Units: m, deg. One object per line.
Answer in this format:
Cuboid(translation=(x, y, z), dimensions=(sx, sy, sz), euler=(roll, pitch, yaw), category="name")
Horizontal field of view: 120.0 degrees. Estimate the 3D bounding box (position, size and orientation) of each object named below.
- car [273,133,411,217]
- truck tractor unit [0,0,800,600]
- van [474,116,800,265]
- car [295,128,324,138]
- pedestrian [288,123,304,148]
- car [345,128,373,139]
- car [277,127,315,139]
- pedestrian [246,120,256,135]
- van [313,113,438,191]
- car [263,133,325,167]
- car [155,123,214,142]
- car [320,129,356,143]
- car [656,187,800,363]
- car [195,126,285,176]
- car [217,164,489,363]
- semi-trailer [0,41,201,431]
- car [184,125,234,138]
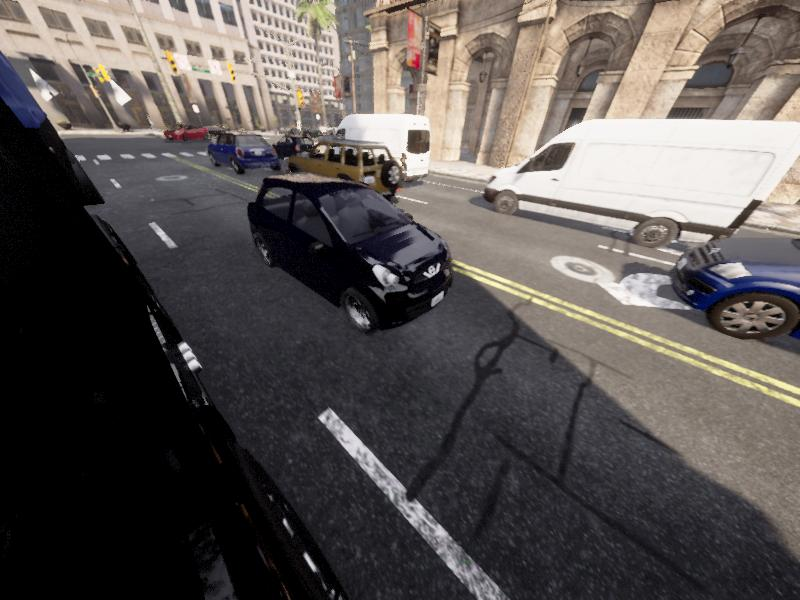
Cuboid(translation=(-2.074, -4.572, 8.051), dimensions=(4.605, 1.855, 1.932), euler=(28, 44, 30), category="car")
Cuboid(translation=(-2.645, -0.295, 0.351), dimensions=(6.516, 4.208, 3.053), euler=(28, 44, 30), category="truck tractor unit")
Cuboid(translation=(5.549, -3.473, 6.537), dimensions=(5.915, 2.561, 1.988), euler=(28, 44, 30), category="van")
Cuboid(translation=(-16.004, -29.605, 40.933), dimensions=(1.994, 1.385, 4.181), euler=(29, 44, 30), category="car")
Cuboid(translation=(-9.746, -15.396, 21.700), dimensions=(0.751, 1.860, 0.751), euler=(32, 46, 33), category="pedestrian")
Cuboid(translation=(-7.735, -32.025, 44.477), dimensions=(1.930, 1.638, 5.238), euler=(29, 44, 30), category="car")
Cuboid(translation=(-16.247, -26.259, 36.354), dimensions=(1.837, 1.490, 4.892), euler=(29, 44, 30), category="car")
Cuboid(translation=(-24.919, -28.839, 38.626), dimensions=(0.751, 1.860, 0.751), euler=(-3, 37, -8), category="pedestrian")
Cuboid(translation=(-1.387, -7.234, 11.091), dimensions=(5.915, 2.561, 1.988), euler=(28, 44, 30), category="van")
Cuboid(translation=(-6.872, -9.766, 14.953), dimensions=(3.633, 1.501, 1.845), euler=(29, 44, 30), category="car")
Cuboid(translation=(-23.596, -18.537, 25.551), dimensions=(2.007, 1.525, 4.514), euler=(6, 37, 4), category="car")
Cuboid(translation=(-9.132, -24.543, 34.502), dimensions=(2.038, 1.542, 4.974), euler=(28, 43, 29), category="car")
Cuboid(translation=(6.215, 0.026, 2.694), dimensions=(3.988, 1.617, 1.851), euler=(28, 44, 30), category="car")
Cuboid(translation=(-8.478, -7.986, 12.254), dimensions=(4.553, 1.767, 2.097), euler=(29, 44, 30), category="car")
Cuboid(translation=(-0.883, -1.026, 3.694), dimensions=(3.633, 1.501, 1.845), euler=(29, 44, 30), category="car")
Cuboid(translation=(-8.682, -3.622, 4.236), dimensions=(14.254, 4.402, 2.717), euler=(28, 44, 30), category="semi-trailer")
Cuboid(translation=(-25.889, -22.945, 31.469), dimensions=(1.895, 1.301, 4.718), euler=(29, 44, 30), category="car")
